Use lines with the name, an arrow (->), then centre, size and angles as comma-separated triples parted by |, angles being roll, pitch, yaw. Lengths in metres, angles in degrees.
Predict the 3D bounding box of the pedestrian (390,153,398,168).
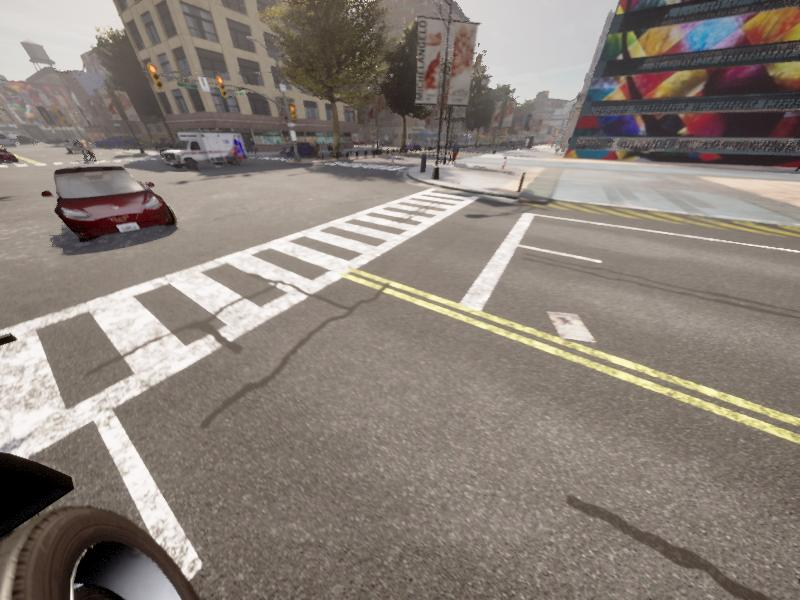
pedestrian -> -0.534, -12.470, 20.656 | 0.500, 1.100, 0.500 | 18, 39, 23

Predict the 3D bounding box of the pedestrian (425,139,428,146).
pedestrian -> 8.254, -48.844, 71.598 | 0.751, 1.860, 0.751 | 13, 37, 17

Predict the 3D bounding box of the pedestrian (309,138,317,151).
pedestrian -> -15.949, -28.584, 42.414 | 0.751, 1.860, 0.751 | 24, 41, 29

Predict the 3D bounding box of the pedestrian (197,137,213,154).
pedestrian -> -26.921, -21.313, 31.905 | 0.751, 1.860, 0.751 | 17, 38, 22

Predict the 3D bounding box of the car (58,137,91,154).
car -> -45.910, -21.820, 32.627 | 4.605, 1.855, 1.932 | 27, 43, 32

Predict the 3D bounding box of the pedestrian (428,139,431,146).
pedestrian -> 9.071, -48.607, 71.273 | 0.751, 1.860, 0.751 | 19, 39, 25

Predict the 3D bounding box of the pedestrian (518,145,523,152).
pedestrian -> 23.336, -29.317, 44.717 | 0.500, 1.100, 0.500 | 23, 41, 28

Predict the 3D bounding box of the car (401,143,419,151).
car -> 2.295, -34.246, 51.543 | 1.895, 1.301, 4.718 | 20, 40, 26

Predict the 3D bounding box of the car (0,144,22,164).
car -> -37.635, -13.520, 21.392 | 4.181, 1.385, 1.994 | 20, 40, 26

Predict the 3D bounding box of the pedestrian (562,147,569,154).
pedestrian -> 27.959, -25.261, 39.020 | 0.500, 1.100, 0.500 | 6, 35, 7

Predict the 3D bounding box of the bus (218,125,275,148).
bus -> -37.522, -40.454, 57.194 | 3.944, 4.253, 10.273 | 20, 40, 25

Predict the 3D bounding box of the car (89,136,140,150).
car -> -53.247, -29.469, 43.247 | 2.150, 2.045, 5.566 | 27, 43, 32

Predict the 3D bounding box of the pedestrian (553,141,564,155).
pedestrian -> 25.160, -24.178, 36.775 | 0.751, 1.860, 0.751 | 12, 37, 15

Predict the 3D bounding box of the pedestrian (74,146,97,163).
pedestrian -> -30.251, -14.011, 22.220 | 0.751, 1.300, 0.751 | 23, 41, 29

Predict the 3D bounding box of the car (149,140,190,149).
car -> -46.232, -31.313, 46.544 | 2.033, 1.411, 5.357 | 21, 40, 26

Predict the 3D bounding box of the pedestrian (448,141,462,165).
pedestrian -> 5.158, -13.797, 21.706 | 0.751, 1.860, 0.751 | 29, 44, 34

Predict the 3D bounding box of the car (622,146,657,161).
car -> 31.775, -19.640, 30.826 | 2.128, 1.511, 4.902 | 20, 40, 25

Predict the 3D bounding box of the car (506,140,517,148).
car -> 33.173, -46.326, 68.691 | 1.932, 1.855, 4.605 | 20, 40, 26

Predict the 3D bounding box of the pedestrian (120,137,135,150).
pedestrian -> -47.630, -27.313, 40.387 | 0.751, 1.860, 0.751 | 11, 37, 15

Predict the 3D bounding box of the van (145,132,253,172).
van -> -16.286, -12.613, 19.507 | 2.351, 2.431, 6.366 | 10, 36, 13

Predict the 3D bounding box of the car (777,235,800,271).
car -> 10.095, -0.644, 3.647 | 3.705, 1.549, 1.789 | 20, 40, 25

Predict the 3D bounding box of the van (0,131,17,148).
van -> -79.713, -32.198, 46.296 | 5.915, 2.561, 1.988 | 23, 41, 28

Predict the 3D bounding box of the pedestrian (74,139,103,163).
pedestrian -> -29.507, -14.123, 21.904 | 0.751, 1.860, 0.751 | 18, 39, 23

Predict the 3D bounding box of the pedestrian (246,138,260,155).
pedestrian -> -19.737, -20.667, 31.095 | 0.751, 1.860, 0.751 | 7, 36, 10

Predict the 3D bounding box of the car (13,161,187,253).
car -> -8.723, -3.090, 6.901 | 4.792, 1.488, 2.163 | 26, 43, 32

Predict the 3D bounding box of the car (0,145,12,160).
car -> -43.915, -15.896, 24.529 | 5.008, 1.535, 1.882 | 20, 39, 25

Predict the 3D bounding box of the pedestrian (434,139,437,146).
pedestrian -> 11.737, -51.991, 76.128 | 0.751, 1.860, 0.751 | 17, 38, 22

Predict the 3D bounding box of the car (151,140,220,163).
car -> -21.842, -15.421, 23.891 | 4.605, 1.855, 1.932 | -16, 38, -22

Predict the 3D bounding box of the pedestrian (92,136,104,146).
pedestrian -> -65.729, -34.625, 50.244 | 0.751, 1.860, 0.751 | 18, 39, 23

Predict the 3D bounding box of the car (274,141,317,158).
car -> -13.676, -20.005, 30.612 | 2.097, 1.767, 4.553 | 21, 40, 27

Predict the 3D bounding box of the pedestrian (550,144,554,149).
pedestrian -> 41.113, -41.705, 62.608 | 0.500, 1.100, 0.500 | 21, 40, 26

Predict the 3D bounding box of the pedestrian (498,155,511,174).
pedestrian -> 7.539, -9.779, 16.687 | 0.500, 1.100, 0.500 | 25, 42, 30

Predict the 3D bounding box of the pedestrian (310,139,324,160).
pedestrian -> -9.178, -16.662, 25.574 | 0.751, 1.860, 0.751 | 11, 36, 15

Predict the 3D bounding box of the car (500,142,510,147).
car -> 34.400, -51.076, 75.789 | 1.837, 1.490, 4.892 | 20, 40, 26

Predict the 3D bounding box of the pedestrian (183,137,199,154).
pedestrian -> -29.227, -21.593, 32.267 | 0.751, 1.860, 0.751 | 16, 38, 21

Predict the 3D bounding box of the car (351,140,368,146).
car -> -12.663, -48.870, 71.903 | 5.008, 1.535, 1.882 | 19, 39, 25

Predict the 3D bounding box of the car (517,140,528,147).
car -> 43.325, -55.619, 81.921 | 2.150, 2.045, 5.566 | 20, 40, 26

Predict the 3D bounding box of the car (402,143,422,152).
car -> 2.406, -30.627, 46.269 | 1.812, 1.442, 4.674 | 20, 40, 25
